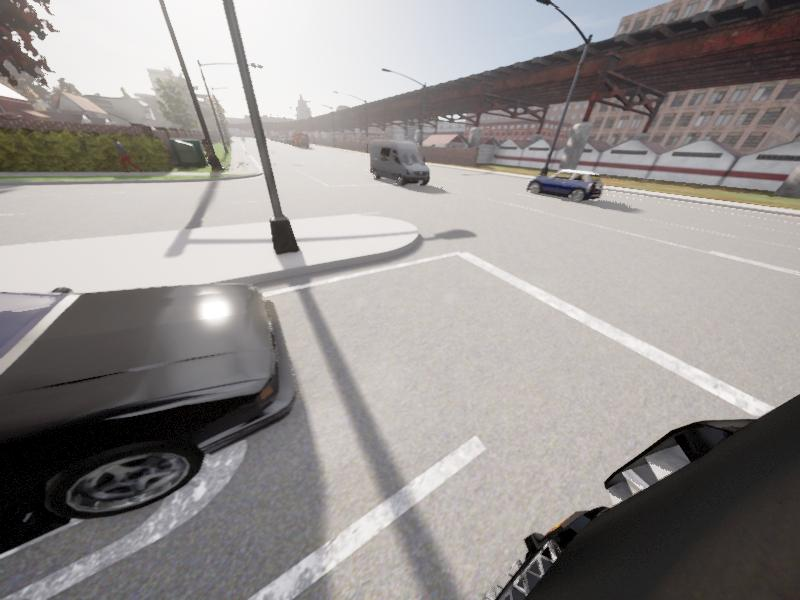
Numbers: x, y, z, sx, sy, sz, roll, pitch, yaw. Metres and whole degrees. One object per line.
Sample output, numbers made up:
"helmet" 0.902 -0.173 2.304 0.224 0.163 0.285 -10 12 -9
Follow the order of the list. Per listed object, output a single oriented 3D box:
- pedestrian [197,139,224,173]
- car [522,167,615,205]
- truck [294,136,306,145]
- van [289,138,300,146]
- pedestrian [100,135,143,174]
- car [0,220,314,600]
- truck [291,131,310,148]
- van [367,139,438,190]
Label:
"pedestrian" -12.594 -9.560 15.378 0.751 1.860 0.751 -25 42 -35
"car" 9.934 -6.982 13.950 1.970 1.475 3.806 -16 38 -26
"truck" -35.568 -56.811 82.365 2.627 2.467 5.204 -16 39 -26
"van" -34.204 -51.297 74.905 2.069 2.038 4.480 -16 39 -26
"pedestrian" -15.852 -8.298 13.215 0.751 1.860 0.751 -18 39 -28
"car" -3.540 0.836 1.161 5.357 1.411 2.033 -16 38 -26
"truck" -29.015 -46.818 67.343 2.891 3.827 8.468 -16 39 -26
"van" -0.122 -9.645 16.203 1.988 2.561 5.915 -16 38 -26
